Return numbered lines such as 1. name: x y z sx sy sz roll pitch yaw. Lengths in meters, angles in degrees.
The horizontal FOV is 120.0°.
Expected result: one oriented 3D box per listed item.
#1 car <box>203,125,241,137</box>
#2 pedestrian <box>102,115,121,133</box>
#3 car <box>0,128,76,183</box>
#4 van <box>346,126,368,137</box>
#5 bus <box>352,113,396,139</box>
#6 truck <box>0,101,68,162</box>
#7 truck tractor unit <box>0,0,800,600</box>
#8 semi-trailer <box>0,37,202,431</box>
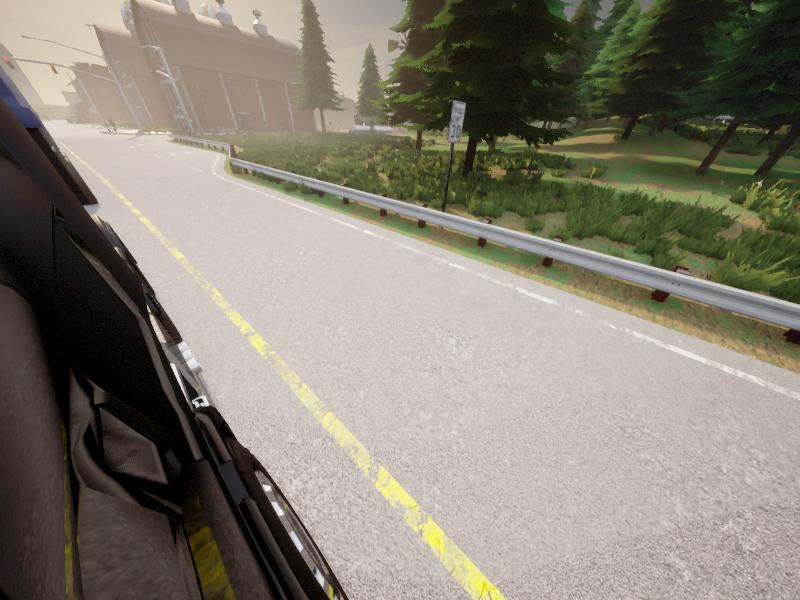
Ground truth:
1. car: -27.762 -26.431 36.144 1.994 1.385 4.181 27 43 29
2. pedestrian: -38.520 -23.570 30.898 0.751 1.860 0.751 25 42 27
3. car: -16.061 -6.228 9.718 4.902 1.511 2.128 27 43 29
4. van: -9.952 -39.184 53.750 2.069 2.038 4.480 28 43 29
5. bus: -5.676 -39.846 53.059 3.944 4.253 10.273 27 44 29
6. truck: -21.926 -9.535 12.950 5.204 2.467 2.627 27 43 28
7. truck tractor unit: -2.645 -0.295 0.351 6.516 4.208 3.053 28 44 30
8. semi-trailer: -8.746 -3.573 4.180 14.254 4.402 2.717 28 43 29
